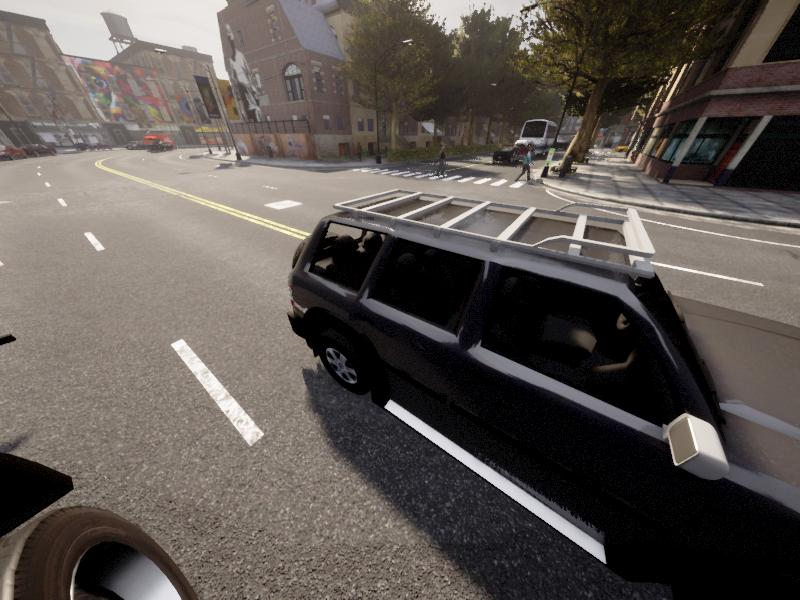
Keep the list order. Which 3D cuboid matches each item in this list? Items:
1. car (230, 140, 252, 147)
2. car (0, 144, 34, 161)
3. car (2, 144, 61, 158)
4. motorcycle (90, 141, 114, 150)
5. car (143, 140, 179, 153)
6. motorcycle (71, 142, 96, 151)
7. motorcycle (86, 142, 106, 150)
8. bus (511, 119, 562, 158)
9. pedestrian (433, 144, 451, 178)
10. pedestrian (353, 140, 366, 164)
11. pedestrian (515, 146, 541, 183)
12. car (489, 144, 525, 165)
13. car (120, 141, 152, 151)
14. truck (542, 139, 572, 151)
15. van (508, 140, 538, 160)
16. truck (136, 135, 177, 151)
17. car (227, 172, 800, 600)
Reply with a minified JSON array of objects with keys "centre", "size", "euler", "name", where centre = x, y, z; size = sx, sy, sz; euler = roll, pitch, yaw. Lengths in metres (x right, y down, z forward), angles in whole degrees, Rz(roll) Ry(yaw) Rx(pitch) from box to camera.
[{"centre":[-44.910,-44.272,65.193],"size":[2.007,1.525,4.514],"euler":[17,39,23],"name":"car"},{"centre":[-44.058,-16.431,25.671],"size":[2.002,1.452,4.674],"euler":[-21,41,-28],"name":"car"},{"centre":[-47.093,-19.179,29.681],"size":[1.895,1.301,4.718],"euler":[-15,38,-20],"name":"car"},{"centre":[-54.820,-28.420,42.534],"size":[2.356,1.277,0.764],"euler":[-29,45,-35],"name":"motorcycle"},{"centre":[-41.535,-26.880,40.363],"size":[1.930,1.638,5.238],"euler":[-9,36,-12],"name":"car"},{"centre":[-54.763,-26.654,40.025],"size":[2.209,1.251,0.867],"euler":[-29,45,-35],"name":"motorcycle"},{"centre":[-54.582,-27.637,41.474],"size":[1.805,1.236,0.856],"euler":[-29,45,-35],"name":"motorcycle"},{"centre":[20.857,-24.441,35.068],"size":[3.944,4.253,10.273],"euler":[23,41,28],"name":"bus"},{"centre":[2.772,-9.197,15.335],"size":[0.751,1.860,0.751],"euler":[22,41,28],"name":"pedestrian"},{"centre":[-3.740,-13.763,21.507],"size":[0.751,1.860,0.751],"euler":[7,36,10],"name":"pedestrian"},{"centre":[7.594,-8.076,13.776],"size":[0.751,1.860,0.751],"euler":[10,36,14],"name":"pedestrian"},{"centre":[11.675,-15.867,25.099],"size":[1.930,1.638,5.238],"euler":[22,41,28],"name":"car"},{"centre":[-49.551,-28.941,43.450],"size":[1.970,1.475,3.806],"euler":[-6,36,-9],"name":"car"},{"centre":[33.798,-33.582,50.004],"size":[2.390,2.098,6.274],"euler":[1,35,1],"name":"truck"},{"centre":[15.903,-19.435,29.846],"size":[2.069,2.038,4.480],"euler":[22,41,28],"name":"van"},{"centre":[-46.208,-30.057,44.119],"size":[2.627,2.467,5.204],"euler":[-6,36,-9],"name":"truck"},{"centre":[1.025,0.232,1.962],"size":[4.605,1.855,1.932],"euler":[23,41,28],"name":"car"}]
